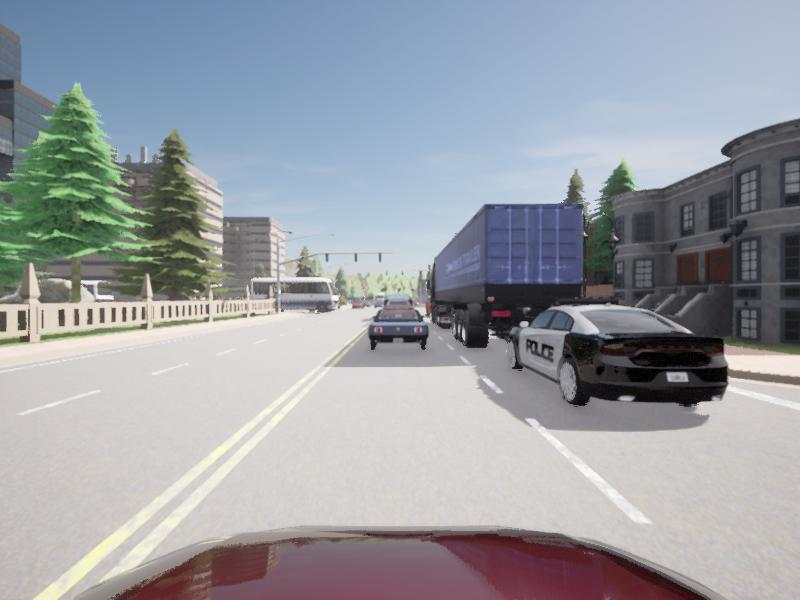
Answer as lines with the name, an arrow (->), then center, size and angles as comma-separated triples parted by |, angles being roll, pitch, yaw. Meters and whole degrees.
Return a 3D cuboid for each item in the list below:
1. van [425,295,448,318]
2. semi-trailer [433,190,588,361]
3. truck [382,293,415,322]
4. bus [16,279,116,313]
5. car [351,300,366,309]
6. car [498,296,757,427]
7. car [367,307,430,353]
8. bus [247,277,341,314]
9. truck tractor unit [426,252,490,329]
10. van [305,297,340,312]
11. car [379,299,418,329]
van -> 3.355, 0.585, 37.757 | 1.775, 1.987, 4.442 | 0, 0, 0
semi-trailer -> 3.436, -0.625, 17.387 | 2.717, 4.402, 14.254 | 0, 0, 0
truck -> -0.130, 0.530, 32.390 | 2.390, 2.098, 6.274 | 0, 0, 0
bus -> -45.536, -0.547, 54.849 | 10.273, 4.253, 3.944 | 1, 0, 0
car -> -7.350, 0.802, 71.015 | 2.007, 1.525, 4.514 | 0, 0, 1
car -> 3.469, 0.768, 7.601 | 1.930, 1.638, 5.238 | 0, 0, 0
car -> -0.057, 0.939, 14.348 | 1.895, 1.301, 4.718 | 0, 0, 0
bus -> -12.503, -0.549, 48.187 | 10.273, 4.253, 3.944 | 0, 0, 0
truck tractor unit -> 3.407, -0.531, 25.304 | 3.053, 4.208, 6.516 | 0, 0, 0
van -> -10.141, 0.580, 52.582 | 4.442, 1.987, 1.775 | 0, 0, -13
car -> -0.099, 0.771, 24.899 | 2.152, 1.651, 5.027 | 0, 0, 0
